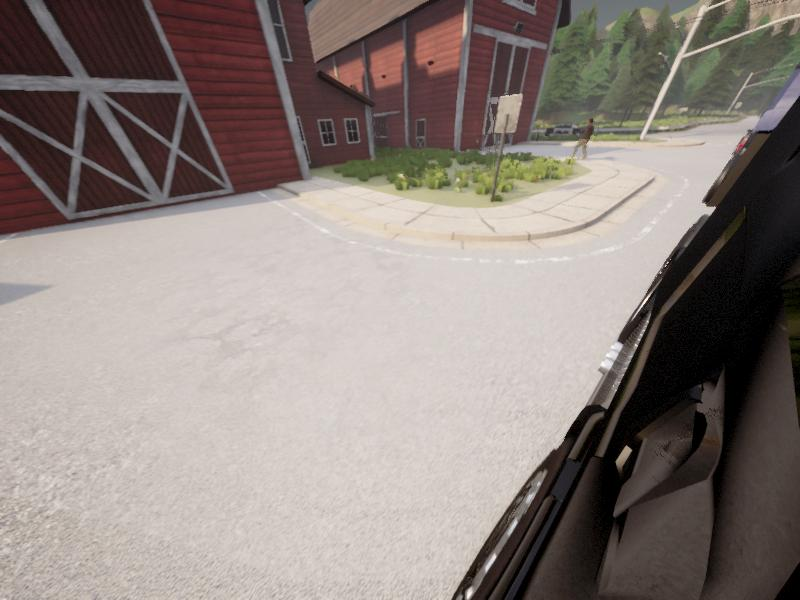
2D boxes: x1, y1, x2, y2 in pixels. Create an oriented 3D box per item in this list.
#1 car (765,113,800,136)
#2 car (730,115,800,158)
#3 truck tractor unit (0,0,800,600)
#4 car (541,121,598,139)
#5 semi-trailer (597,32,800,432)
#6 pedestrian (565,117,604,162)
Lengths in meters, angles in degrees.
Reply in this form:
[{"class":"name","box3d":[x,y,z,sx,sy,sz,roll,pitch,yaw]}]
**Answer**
[{"class":"car","box3d":[34.496,-14.796,19.424,1.816,1.474,4.193,9,38,16]},{"class":"car","box3d":[20.921,-9.203,12.885,4.611,1.667,2.242,-28,44,-30]},{"class":"truck tractor unit","box3d":[2.645,-0.295,0.351,6.516,4.208,3.053,-28,44,-30]},{"class":"car","box3d":[21.182,-21.373,29.088,1.930,1.638,5.238,-28,43,-29]},{"class":"semi-trailer","box3d":[8.729,-3.611,4.157,14.254,4.402,2.717,-28,43,-29]},{"class":"pedestrian","box3d":[9.619,-8.395,12.105,0.751,1.860,0.751,-18,39,-19]}]
